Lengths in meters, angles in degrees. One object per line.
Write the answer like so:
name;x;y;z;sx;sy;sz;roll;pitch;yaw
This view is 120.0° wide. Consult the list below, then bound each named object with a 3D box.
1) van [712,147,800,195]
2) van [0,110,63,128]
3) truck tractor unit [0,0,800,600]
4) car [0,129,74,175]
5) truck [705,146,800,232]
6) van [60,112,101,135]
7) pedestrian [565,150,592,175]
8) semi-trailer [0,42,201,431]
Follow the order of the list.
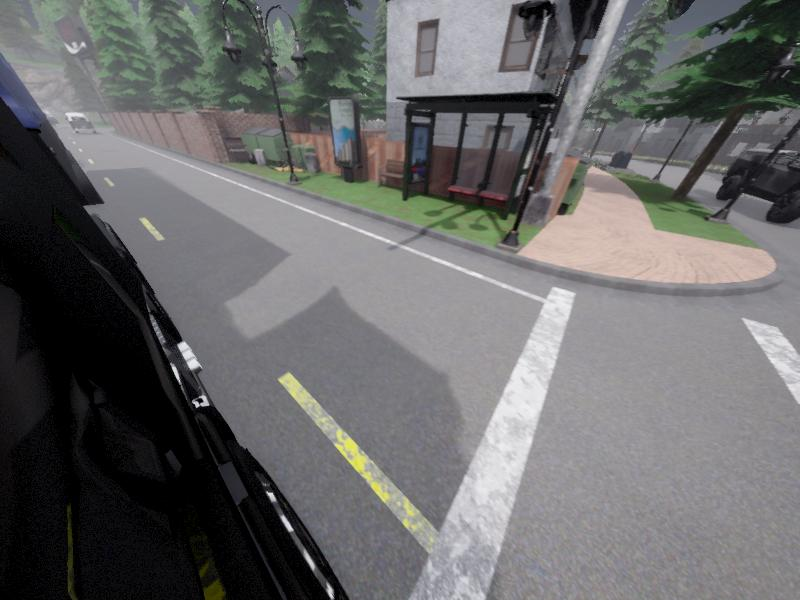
van;22.842;-8.199;14.429;1.775;1.987;4.442;17;39;18
van;-53.988;-26.596;33.988;2.069;2.038;4.480;27;44;29
truck tractor unit;-2.645;-0.295;0.351;6.516;4.208;3.053;28;44;30
car;-17.362;-6.981;10.733;4.181;1.385;1.994;28;43;30
truck;15.104;-4.283;8.590;2.390;2.098;6.274;22;41;23
van;-40.008;-22.094;28.926;4.480;2.038;2.069;28;44;30
pedestrian;11.386;-8.819;14.793;0.751;1.300;0.751;12;38;12
semi-trailer;-8.689;-3.611;4.237;14.254;4.402;2.717;28;44;30
